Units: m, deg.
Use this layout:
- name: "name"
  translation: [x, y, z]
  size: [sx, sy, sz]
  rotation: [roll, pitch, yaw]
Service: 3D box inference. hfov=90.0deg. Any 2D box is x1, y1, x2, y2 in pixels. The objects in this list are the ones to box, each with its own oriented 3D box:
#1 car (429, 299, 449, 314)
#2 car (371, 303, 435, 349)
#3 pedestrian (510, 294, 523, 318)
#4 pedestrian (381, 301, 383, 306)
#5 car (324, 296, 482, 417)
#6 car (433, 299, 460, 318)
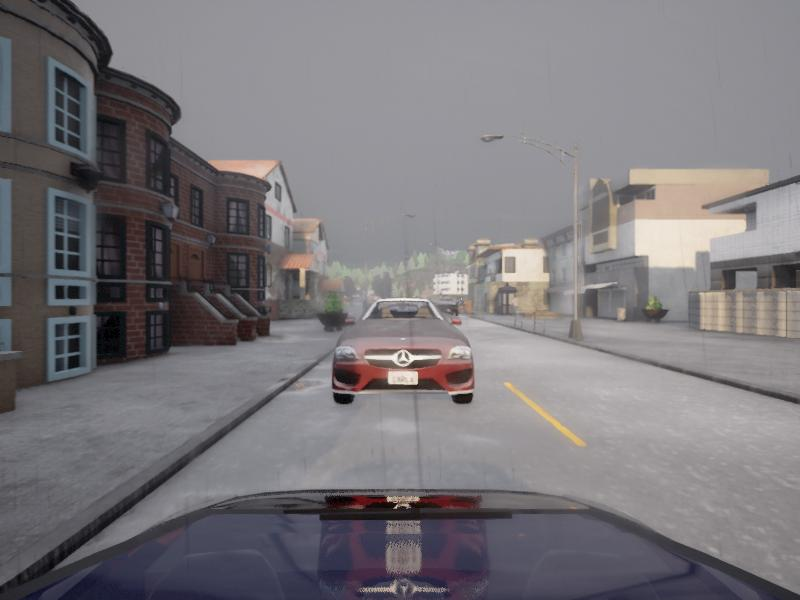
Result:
- name: "car"
  translation: [4.294, 0.724, 44.596]
  size: [1.801, 1.575, 5.366]
  rotation: [0, 0, 0]
- name: "car"
  translation: [0.104, 0.867, 15.444]
  size: [2.033, 1.411, 5.357]
  rotation: [0, 0, 0]
- name: "pedestrian"
  translation: [9.310, 0.477, 32.010]
  size: [0.751, 1.860, 0.751]
  rotation: [0, 0, -3]
- name: "pedestrian"
  translation: [-3.812, 0.765, 85.850]
  size: [0.500, 1.100, 0.500]
  rotation: [0, 0, 1]
- name: "car"
  translation: [0.057, 0.766, 7.961]
  size: [2.152, 1.651, 5.027]
  rotation: [0, 0, 0]
- name: "car"
  translation: [4.247, 0.706, 37.347]
  size: [1.930, 1.638, 5.238]
  rotation: [0, 0, 0]
